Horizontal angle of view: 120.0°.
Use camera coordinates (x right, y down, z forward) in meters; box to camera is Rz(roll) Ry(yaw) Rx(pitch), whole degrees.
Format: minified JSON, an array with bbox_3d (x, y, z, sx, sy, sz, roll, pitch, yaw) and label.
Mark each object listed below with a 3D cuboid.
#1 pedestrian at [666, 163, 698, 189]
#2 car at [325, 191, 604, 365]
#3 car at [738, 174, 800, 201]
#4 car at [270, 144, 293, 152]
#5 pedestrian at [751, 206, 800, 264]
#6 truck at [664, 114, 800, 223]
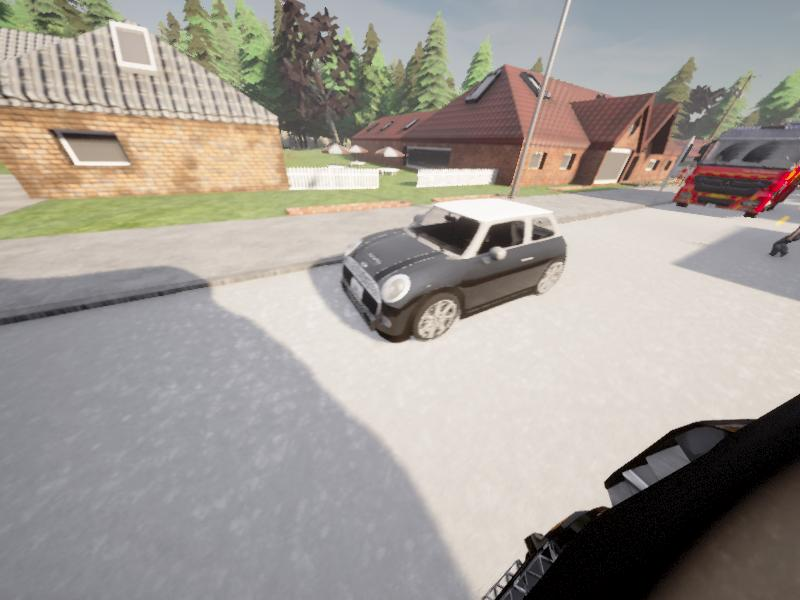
[{"bbox_3d":[23.858,-10.476,19.567,0.751,1.860,0.751,-8,35,-16],"label":"pedestrian"},{"bbox_3d":[1.023,-0.798,3.884,3.806,1.475,1.970,-16,38,-26],"label":"car"},{"bbox_3d":[29.517,-8.935,18.226,4.902,1.511,2.128,-16,38,-26],"label":"car"},{"bbox_3d":[-32.031,-41.180,62.507,4.902,1.511,2.128,-16,38,-26],"label":"car"},{"bbox_3d":[10.692,-1.734,6.133,0.751,1.300,0.751,-4,34,-10],"label":"pedestrian"},{"bbox_3d":[18.491,-6.747,12.013,8.468,3.827,2.891,-16,38,-26],"label":"truck"}]
